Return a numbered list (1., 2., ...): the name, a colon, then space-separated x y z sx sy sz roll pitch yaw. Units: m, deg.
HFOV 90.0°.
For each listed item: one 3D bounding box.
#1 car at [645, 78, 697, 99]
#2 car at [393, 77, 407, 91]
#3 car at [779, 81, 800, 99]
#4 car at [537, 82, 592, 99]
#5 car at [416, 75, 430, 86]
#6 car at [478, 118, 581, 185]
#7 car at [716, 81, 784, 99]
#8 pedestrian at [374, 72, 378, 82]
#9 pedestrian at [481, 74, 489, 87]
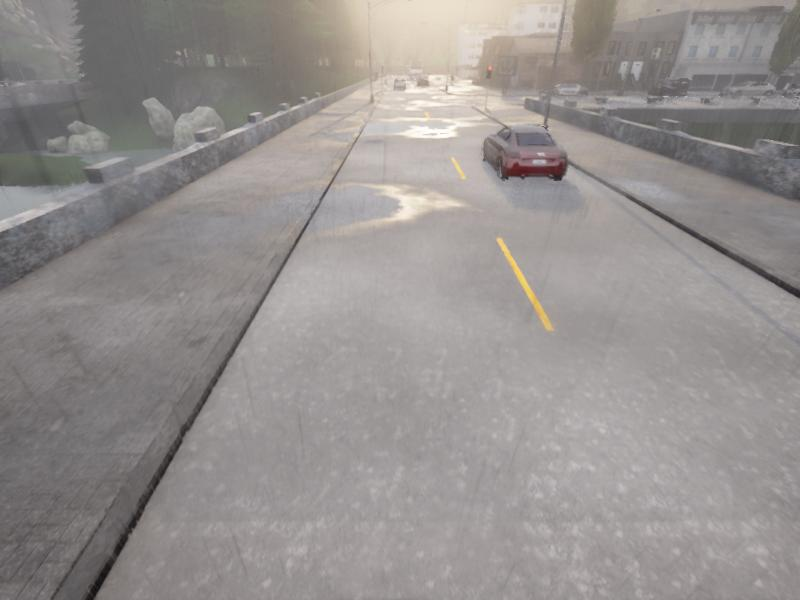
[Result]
1. car: 29.229 -22.944 43.335 3.866 1.878 1.905 0 30 0
2. car: -0.016 -31.574 58.358 1.851 1.617 3.988 0 30 0
3. car: 44.258 -22.830 43.420 3.988 1.617 1.851 0 30 0
4. car: 17.745 -22.787 43.423 4.974 1.542 2.038 0 30 0
5. car: 4.040 -38.933 71.009 2.038 1.542 4.974 0 30 0
6. car: 4.014 -5.023 13.224 1.994 1.385 4.181 0 30 0
7. car: 37.862 -22.830 43.406 5.027 1.651 2.152 0 30 0
8. pedestrian: -5.163 -47.326 84.769 0.751 1.860 0.751 0 30 0
9. pedestrian: 13.504 -35.028 63.764 0.751 1.860 0.751 -8 31 -14
